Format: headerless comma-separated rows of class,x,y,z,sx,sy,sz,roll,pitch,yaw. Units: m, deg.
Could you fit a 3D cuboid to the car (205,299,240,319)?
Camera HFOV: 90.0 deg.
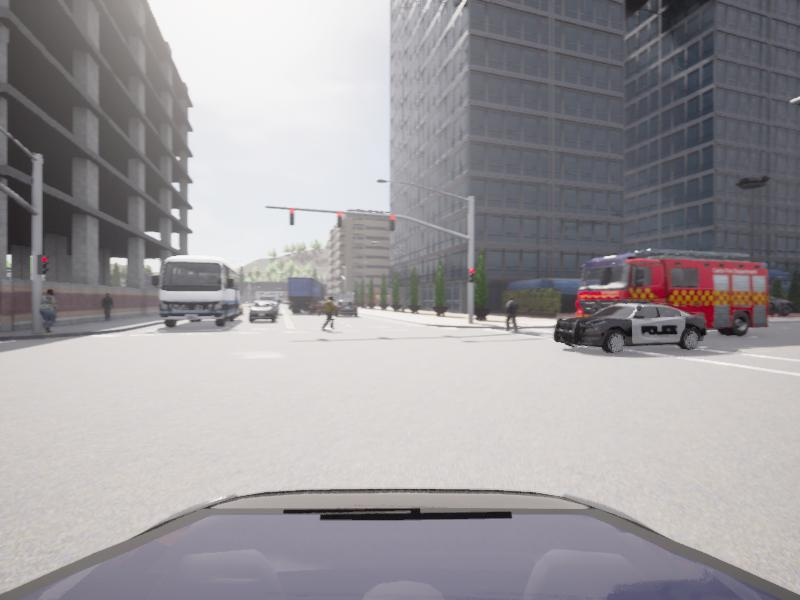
car,-15.491,0.729,35.127,2.242,1.667,4.611,0,0,-17

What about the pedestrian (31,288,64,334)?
pedestrian,-14.846,0.453,16.844,0.751,1.860,0.751,0,0,15

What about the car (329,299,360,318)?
car,-5.443,0.762,38.778,2.242,1.667,4.611,1,0,-17

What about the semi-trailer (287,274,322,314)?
semi-trailer,-11.947,-0.631,51.277,2.717,4.402,14.254,0,0,-7

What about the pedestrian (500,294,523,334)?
pedestrian,5.398,0.657,19.384,0.751,1.860,0.751,0,0,-17

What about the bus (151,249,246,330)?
bus,-12.790,-0.558,26.682,3.944,4.253,10.273,0,0,-17

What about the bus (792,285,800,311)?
bus,68.989,-0.342,62.537,3.944,4.253,10.273,0,0,-17

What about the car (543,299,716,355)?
car,7.577,0.794,13.252,5.238,1.638,1.930,0,0,-18

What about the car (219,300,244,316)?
car,-17.553,0.771,41.900,1.801,1.575,5.366,0,0,-17

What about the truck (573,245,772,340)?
truck,12.623,-0.283,18.590,8.468,3.827,2.891,0,0,-16

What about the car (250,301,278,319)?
car,-11.832,0.818,35.133,2.128,1.511,4.902,0,0,-17

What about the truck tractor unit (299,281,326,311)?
truck tractor unit,-12.834,-0.529,59.140,3.053,4.208,6.516,0,0,-6

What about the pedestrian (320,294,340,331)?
pedestrian,-3.612,0.635,20.528,0.751,1.860,0.751,0,0,-34

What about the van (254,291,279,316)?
van,-14.049,0.356,42.406,2.351,2.431,6.366,0,0,-17

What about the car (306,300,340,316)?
car,-8.272,0.814,42.562,1.882,1.535,5.008,0,0,-31

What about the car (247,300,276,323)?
car,-9.962,0.799,28.985,1.789,1.549,3.705,0,0,-17

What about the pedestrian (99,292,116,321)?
pedestrian,-19.263,0.445,26.333,0.751,1.860,0.751,0,0,-23
